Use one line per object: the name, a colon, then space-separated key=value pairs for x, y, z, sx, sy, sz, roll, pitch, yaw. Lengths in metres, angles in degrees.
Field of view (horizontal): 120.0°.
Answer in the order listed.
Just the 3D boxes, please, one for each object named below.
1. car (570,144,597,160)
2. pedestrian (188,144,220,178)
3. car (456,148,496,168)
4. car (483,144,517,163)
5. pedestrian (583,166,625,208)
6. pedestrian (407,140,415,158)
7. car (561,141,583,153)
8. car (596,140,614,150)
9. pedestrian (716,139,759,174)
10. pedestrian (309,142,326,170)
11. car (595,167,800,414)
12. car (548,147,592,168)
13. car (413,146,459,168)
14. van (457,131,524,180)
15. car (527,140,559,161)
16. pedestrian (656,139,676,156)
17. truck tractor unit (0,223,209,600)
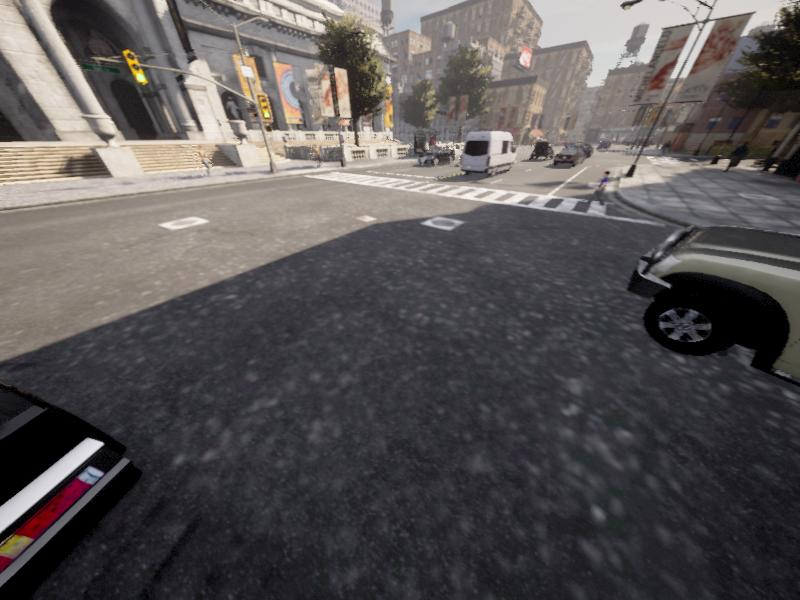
car: x=22.928 y=-18.563 z=28.822 sx=1.816 sy=1.474 sz=4.193 roll=25 pitch=42 yaw=31
pedestrian: x=-12.855 y=-9.117 z=15.187 sx=0.751 sy=1.860 sz=0.751 roll=24 pitch=42 yaw=30
car: x=7.437 y=-13.828 z=22.371 sx=1.994 sy=1.385 sz=4.181 roll=24 pitch=42 yaw=31
car: x=11.604 y=-16.985 z=26.666 sx=1.882 sy=1.535 sz=5.008 roll=23 pitch=42 yaw=30
pedestrian: x=7.828 y=-4.368 z=8.913 sx=0.751 sy=1.300 sz=0.751 roll=22 pitch=41 yaw=28
pedestrian: x=1.410 y=-19.524 z=29.823 sx=0.751 sy=1.860 sz=0.751 roll=29 pitch=44 yaw=35
car: x=30.742 y=-27.420 z=41.205 sx=2.152 sy=1.651 sz=5.027 roll=25 pitch=42 yaw=31
car: x=42.746 y=-32.360 z=48.099 sx=3.988 sy=1.617 sz=1.851 roll=-30 pitch=45 yaw=-35
pedestrian: x=22.059 y=-9.408 z=15.155 sx=0.751 sy=1.860 sz=0.751 roll=27 pitch=43 yaw=33
pedestrian: x=-6.743 y=-11.787 z=18.912 sx=0.751 sy=1.860 sz=0.751 roll=-28 pitch=43 yaw=-33
car: x=5.052 y=0.291 z=1.860 sx=1.932 sy=1.855 sz=4.605 roll=-23 pitch=41 yaw=-27
car: x=16.159 y=-13.574 z=21.874 sx=2.033 sy=1.411 sz=5.357 roll=27 pitch=44 yaw=34
car: x=3.644 y=-14.356 z=23.046 sx=2.128 sy=1.511 sz=4.902 roll=25 pitch=42 yaw=31
van: x=6.600 y=-10.495 z=16.617 sx=1.988 sy=2.561 sz=5.915 roll=25 pitch=42 yaw=31
car: x=16.741 y=-17.495 z=27.020 sx=1.905 sy=1.878 sz=3.866 roll=25 pitch=42 yaw=31
pedestrian: x=34.838 y=-19.968 z=30.291 sx=0.751 sy=1.860 sz=0.751 roll=-13 pitch=37 yaw=-17
truck tractor unit: x=-5.330 y=0.030 z=0.319 sx=6.516 sy=4.208 sz=3.053 roll=7 pitch=36 yaw=10
